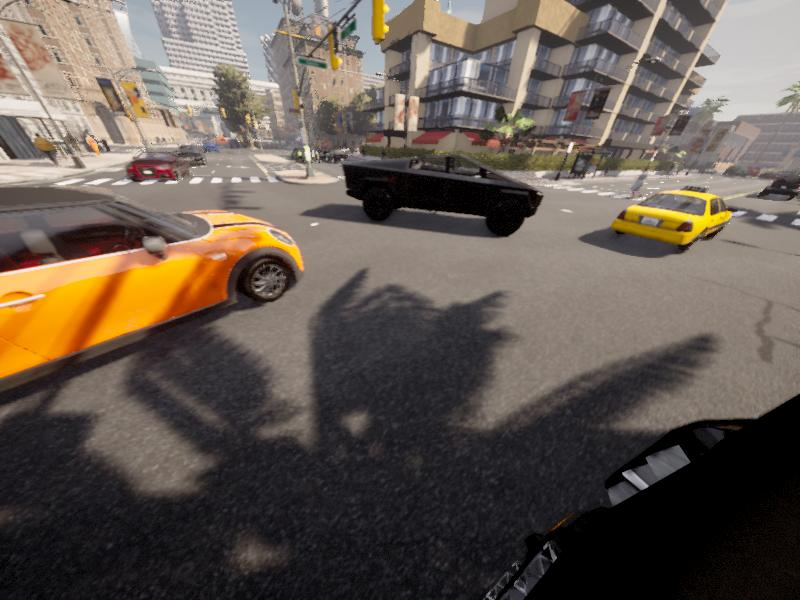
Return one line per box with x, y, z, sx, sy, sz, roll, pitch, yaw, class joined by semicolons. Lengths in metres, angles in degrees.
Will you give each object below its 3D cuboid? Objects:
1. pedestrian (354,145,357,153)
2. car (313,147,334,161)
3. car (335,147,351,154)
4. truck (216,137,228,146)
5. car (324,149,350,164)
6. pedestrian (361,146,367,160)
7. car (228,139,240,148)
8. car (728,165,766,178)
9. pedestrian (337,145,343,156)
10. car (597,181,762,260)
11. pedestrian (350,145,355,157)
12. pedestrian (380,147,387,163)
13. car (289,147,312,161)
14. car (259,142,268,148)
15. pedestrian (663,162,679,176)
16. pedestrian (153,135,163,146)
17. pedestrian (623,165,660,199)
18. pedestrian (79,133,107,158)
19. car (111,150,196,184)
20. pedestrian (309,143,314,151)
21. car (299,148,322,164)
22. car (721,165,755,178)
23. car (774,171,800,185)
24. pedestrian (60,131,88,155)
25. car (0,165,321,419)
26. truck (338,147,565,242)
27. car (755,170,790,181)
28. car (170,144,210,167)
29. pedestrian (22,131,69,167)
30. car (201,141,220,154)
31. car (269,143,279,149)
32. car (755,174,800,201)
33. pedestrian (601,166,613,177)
-13.798;-46.850;71.611;0.751;1.860;0.751;-16;38;-27;pedestrian
-11.795;-22.535;35.613;1.851;1.617;3.988;-16;38;-26;car
-15.304;-39.895;61.617;3.633;1.501;1.845;-16;38;-27;car
-61.308;-54.706;79.555;2.627;2.467;5.204;-16;38;-26;truck
-8.566;-19.347;31.153;1.837;1.490;4.892;-16;38;-26;car
-5.961;-24.263;38.123;0.751;1.860;0.751;-16;38;-26;pedestrian
-45.787;-43.246;63.845;2.150;2.045;5.566;-16;38;-26;car
76.811;-28.620;51.266;2.150;2.045;5.566;18;36;22;car
-12.991;-32.403;50.140;0.751;1.860;0.751;-17;38;-27;pedestrian
9.134;-2.826;7.507;5.366;1.575;1.801;-16;38;-26;car
-8.999;-28.058;43.616;0.751;1.860;0.751;-12;36;-21;pedestrian
-2.441;-21.354;34.005;0.751;1.860;0.751;-21;40;-31;pedestrian
-14.478;-21.294;33.605;2.007;1.525;4.514;-16;38;-26;car
-45.428;-51.361;76.578;1.801;1.575;5.366;-16;38;-26;car
44.033;-21.314;37.542;0.751;1.860;0.751;-15;38;-25;pedestrian
-51.035;-33.649;48.802;0.751;1.860;0.751;-18;39;-29;pedestrian
15.540;-7.608;14.925;0.751;1.860;0.751;-16;38;-26;pedestrian
-28.134;-14.187;21.198;0.751;1.860;0.751;-20;40;-31;pedestrian
-14.015;-7.878;13.535;1.994;1.385;4.181;-12;36;-21;car
-26.202;-45.377;68.427;0.751;1.860;0.751;-14;37;-23;pedestrian
-11.328;-18.255;29.237;1.789;1.549;3.705;-16;38;-26;car
70.650;-27.048;48.417;2.150;2.045;5.566;24;39;28;car
64.062;-19.832;37.471;2.242;1.667;4.611;30;42;34;car
-32.159;-15.469;22.822;0.751;1.860;0.751;-17;38;-27;pedestrian
-3.671;-0.521;2.844;2.097;1.767;4.553;25;40;30;car
1.400;-3.830;7.956;6.274;2.098;2.390;11;34;12;truck
71.083;-23.839;44.195;1.994;1.385;4.181;24;39;28;car
-19.216;-13.407;21.358;1.837;1.490;4.892;-16;39;-26;car
-22.449;-9.584;14.691;0.751;1.860;0.751;-21;40;-31;pedestrian
-32.132;-25.965;39.279;1.882;1.535;5.008;-16;38;-26;car
-43.676;-53.370;79.930;2.152;1.651;5.027;-16;38;-26;car
31.879;-9.317;19.044;3.988;1.617;1.851;-16;38;-26;car
25.679;-15.914;28.660;0.500;1.100;0.500;-14;37;-24;pedestrian
